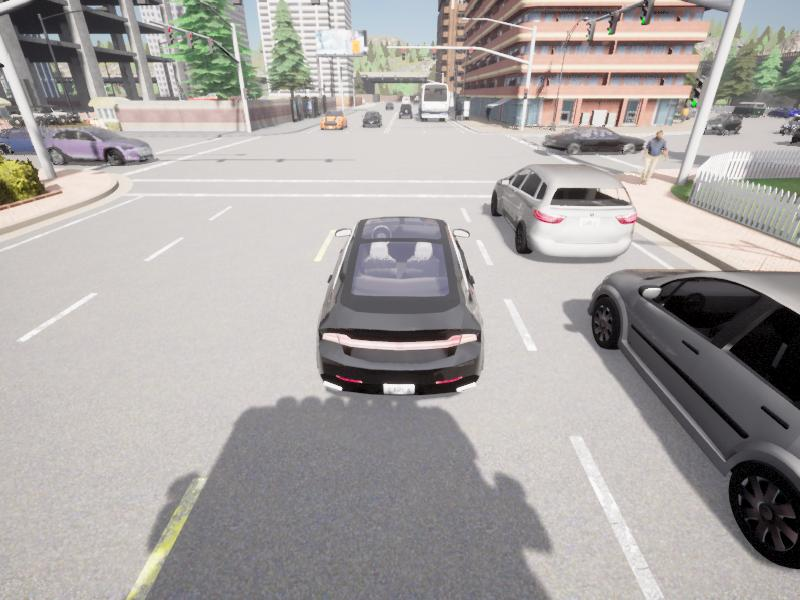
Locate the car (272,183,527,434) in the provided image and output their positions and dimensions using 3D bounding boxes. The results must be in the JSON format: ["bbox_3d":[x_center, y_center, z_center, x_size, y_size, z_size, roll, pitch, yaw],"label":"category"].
[{"bbox_3d":[0.026,-0.456,5.857,2.128,1.511,4.902,0,27,1],"label":"car"}]

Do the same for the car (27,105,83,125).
[{"bbox_3d":[-36.817,-19.822,42.769,3.866,1.878,1.905,0,27,1],"label":"car"}]

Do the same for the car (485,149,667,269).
[{"bbox_3d":[3.608,-2.400,9.470,2.242,1.667,4.611,1,27,1],"label":"car"}]

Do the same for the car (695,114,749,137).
[{"bbox_3d":[26.227,-14.269,32.598,3.705,1.549,1.789,-15,31,-27],"label":"car"}]

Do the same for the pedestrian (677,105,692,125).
[{"bbox_3d":[29.669,-19.337,41.751,0.751,1.860,0.751,14,30,26],"label":"pedestrian"}]

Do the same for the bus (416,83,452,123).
[{"bbox_3d":[4.143,-25.667,51.981,3.944,4.253,10.273,0,27,1],"label":"bus"}]

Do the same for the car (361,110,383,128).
[{"bbox_3d":[-2.899,-19.101,42.205,1.837,1.490,4.892,0,27,1],"label":"car"}]

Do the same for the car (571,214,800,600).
[{"bbox_3d":[3.497,0.483,3.924,1.851,1.617,3.988,0,27,1],"label":"car"}]

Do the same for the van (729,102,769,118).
[{"bbox_3d":[51.368,-28.080,59.029,1.775,1.987,4.442,1,27,1],"label":"van"}]

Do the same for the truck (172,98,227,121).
[{"bbox_3d":[-25.062,-23.998,50.333,5.204,2.467,2.615,0,27,1],"label":"truck"}]

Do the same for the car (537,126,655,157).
[{"bbox_3d":[10.722,-8.865,22.251,5.357,1.411,2.033,0,27,1],"label":"car"}]

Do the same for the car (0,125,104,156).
[{"bbox_3d":[-20.121,-8.922,22.365,5.357,1.411,2.033,0,27,0],"label":"car"}]

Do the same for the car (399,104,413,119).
[{"bbox_3d":[0.822,-26.464,56.115,1.905,1.878,3.866,0,27,1],"label":"car"}]

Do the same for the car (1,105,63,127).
[{"bbox_3d":[-36.854,-18.480,40.152,3.866,1.878,1.905,0,27,1],"label":"car"}]

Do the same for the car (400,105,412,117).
[{"bbox_3d":[0.933,-29.956,63.301,1.801,1.575,5.366,0,27,1],"label":"car"}]

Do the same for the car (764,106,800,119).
[{"bbox_3d":[54.756,-26.742,56.970,1.816,1.474,4.193,1,27,2],"label":"car"}]

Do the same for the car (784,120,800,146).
[{"bbox_3d":[28.090,-11.080,26.451,4.892,1.490,1.837,-13,30,-23],"label":"car"}]

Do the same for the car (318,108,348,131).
[{"bbox_3d":[-6.451,-17.662,39.074,2.097,1.767,4.553,0,27,1],"label":"car"}]

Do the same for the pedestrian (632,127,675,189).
[{"bbox_3d":[8.561,-4.813,13.577,0.751,1.860,0.751,13,30,23],"label":"pedestrian"}]

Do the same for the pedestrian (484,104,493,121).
[{"bbox_3d":[10.550,-22.430,47.901,0.751,1.860,0.751,1,27,2],"label":"pedestrian"}]

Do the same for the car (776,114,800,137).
[{"bbox_3d":[32.995,-14.410,32.956,3.806,1.475,1.970,-21,34,-35],"label":"car"}]

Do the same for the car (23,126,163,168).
[{"bbox_3d":[-14.336,-7.288,18.926,4.856,1.649,2.033,3,27,6],"label":"car"}]

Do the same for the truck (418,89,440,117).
[{"bbox_3d":[4.448,-31.286,63.385,2.891,3.827,8.468,0,27,1],"label":"truck"}]
